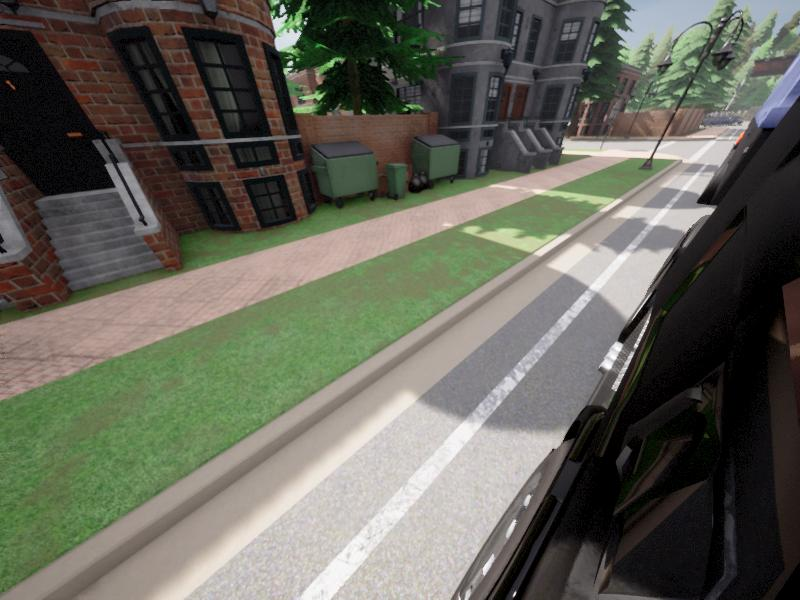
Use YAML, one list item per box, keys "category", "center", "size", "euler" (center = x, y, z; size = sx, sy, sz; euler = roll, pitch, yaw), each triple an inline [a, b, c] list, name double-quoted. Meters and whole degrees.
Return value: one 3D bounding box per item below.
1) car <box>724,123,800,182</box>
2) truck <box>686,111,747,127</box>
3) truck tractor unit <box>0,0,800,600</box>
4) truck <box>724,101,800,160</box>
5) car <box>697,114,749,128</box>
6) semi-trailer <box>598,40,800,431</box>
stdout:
- category: "car"
  center: [16.111, -6.428, 9.827]
  size: [5.238, 1.638, 1.930]
  euler: [-28, 44, -30]
- category: "truck"
  center: [58.512, -33.536, 42.849]
  size: [2.390, 2.098, 6.274]
  euler: [-28, 43, -30]
- category: "truck tractor unit"
  center: [2.645, -0.295, 0.351]
  size: [6.516, 4.208, 3.053]
  euler: [-28, 44, -30]
- category: "truck"
  center: [21.986, -9.924, 13.401]
  size: [5.204, 2.467, 2.627]
  euler: [-28, 44, -30]
- category: "car"
  center: [56.550, -31.425, 40.557]
  size: [2.152, 1.651, 5.027]
  euler: [-28, 43, -30]
- category: "semi-trailer"
  center: [8.693, -3.615, 4.223]
  size: [14.254, 4.402, 2.717]
  euler: [-28, 44, -30]
